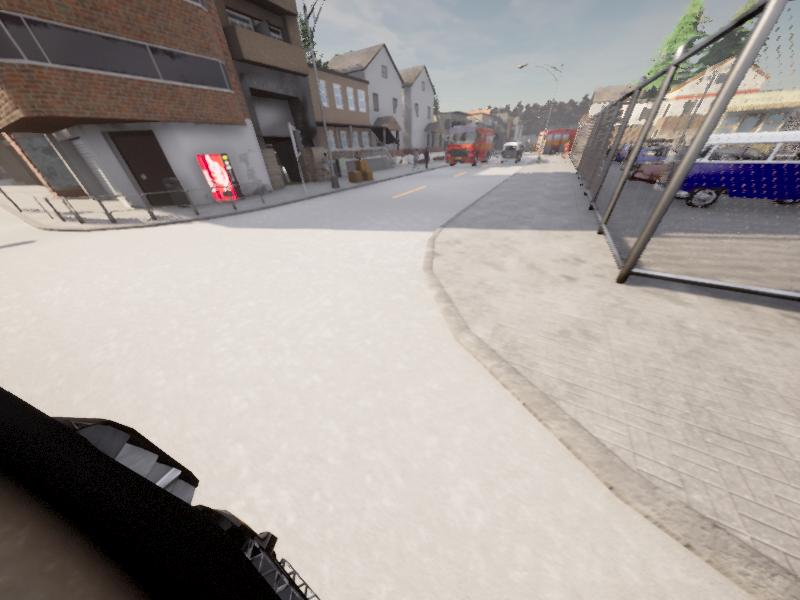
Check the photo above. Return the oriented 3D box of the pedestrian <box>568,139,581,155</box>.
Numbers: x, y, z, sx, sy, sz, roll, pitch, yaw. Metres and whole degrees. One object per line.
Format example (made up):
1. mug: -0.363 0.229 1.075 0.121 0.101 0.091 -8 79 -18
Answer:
1. pedestrian: 24.889 -21.808 33.010 0.751 1.860 0.751 9 35 16

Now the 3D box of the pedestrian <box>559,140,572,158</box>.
1. pedestrian: 20.690 -18.867 28.876 0.751 1.860 0.751 19 39 28

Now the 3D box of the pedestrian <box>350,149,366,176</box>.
1. pedestrian: -3.530 -11.612 19.547 0.751 1.860 0.751 14 37 23

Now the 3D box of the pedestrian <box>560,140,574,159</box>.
1. pedestrian: 19.921 -17.994 27.619 0.751 1.860 0.751 21 40 31

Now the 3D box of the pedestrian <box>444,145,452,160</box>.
1. pedestrian: 7.308 -22.469 35.104 0.751 1.860 0.751 18 39 27

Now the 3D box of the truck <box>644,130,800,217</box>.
1. truck: 11.216 -3.912 7.054 4.478 2.038 2.069 16 38 26

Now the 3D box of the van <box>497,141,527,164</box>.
1. van: 12.925 -16.935 26.542 2.069 2.038 4.480 16 38 26

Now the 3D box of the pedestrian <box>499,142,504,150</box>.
1. pedestrian: 27.567 -41.697 62.588 0.751 1.860 0.751 23 41 33

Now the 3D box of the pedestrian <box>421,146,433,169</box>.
1. pedestrian: 2.625 -13.901 22.582 0.751 1.860 0.751 -24 39 -29

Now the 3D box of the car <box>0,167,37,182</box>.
1. car: -58.059 -18.272 33.754 2.033 1.649 4.856 3 34 8

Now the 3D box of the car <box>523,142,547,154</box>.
1. car: 26.340 -29.737 45.179 2.242 1.667 4.611 -1 34 5

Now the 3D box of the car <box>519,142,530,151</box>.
1. car: 34.582 -42.527 64.001 1.932 1.855 4.605 16 38 26

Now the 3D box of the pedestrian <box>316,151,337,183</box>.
1. pedestrian: -5.104 -9.244 16.089 0.751 1.860 0.751 18 39 27

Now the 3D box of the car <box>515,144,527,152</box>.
1. car: 30.653 -38.483 58.532 1.837 1.490 4.892 16 38 26

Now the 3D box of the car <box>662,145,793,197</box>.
1. car: 13.603 -5.705 10.018 1.789 1.547 3.705 16 38 26

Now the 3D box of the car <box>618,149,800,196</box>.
1. car: 13.353 -5.574 9.966 5.357 1.415 2.033 16 38 26

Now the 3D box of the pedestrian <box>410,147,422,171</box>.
1. pedestrian: 1.482 -12.998 21.304 0.751 1.860 0.751 -22 38 -27

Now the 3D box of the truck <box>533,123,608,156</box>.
1. truck: 26.567 -25.277 36.557 8.468 3.827 2.891 0 34 4

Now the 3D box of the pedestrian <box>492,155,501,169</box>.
1. pedestrian: 8.902 -12.724 21.299 0.500 1.100 0.500 13 37 22

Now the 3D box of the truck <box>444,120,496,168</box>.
1. truck: 8.012 -17.291 25.779 2.891 3.827 8.468 16 38 26
